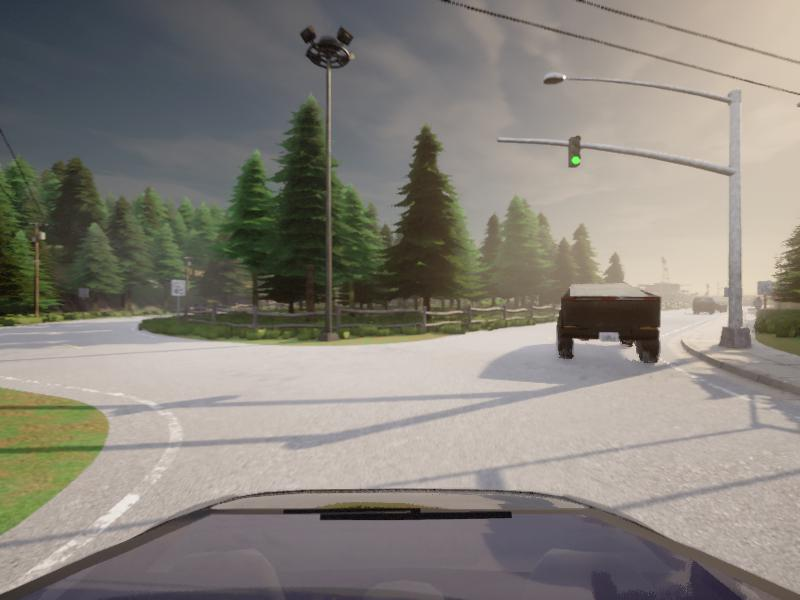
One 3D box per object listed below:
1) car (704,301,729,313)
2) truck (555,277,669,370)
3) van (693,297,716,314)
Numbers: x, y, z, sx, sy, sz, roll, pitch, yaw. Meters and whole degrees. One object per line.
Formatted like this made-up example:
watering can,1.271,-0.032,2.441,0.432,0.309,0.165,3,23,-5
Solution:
car,42.901,0.897,54.173,4.892,1.490,1.837,0,0,-41
truck,6.219,0.552,12.406,2.390,2.098,6.274,0,0,23
van,36.305,0.643,47.665,1.775,1.987,4.442,0,0,43
